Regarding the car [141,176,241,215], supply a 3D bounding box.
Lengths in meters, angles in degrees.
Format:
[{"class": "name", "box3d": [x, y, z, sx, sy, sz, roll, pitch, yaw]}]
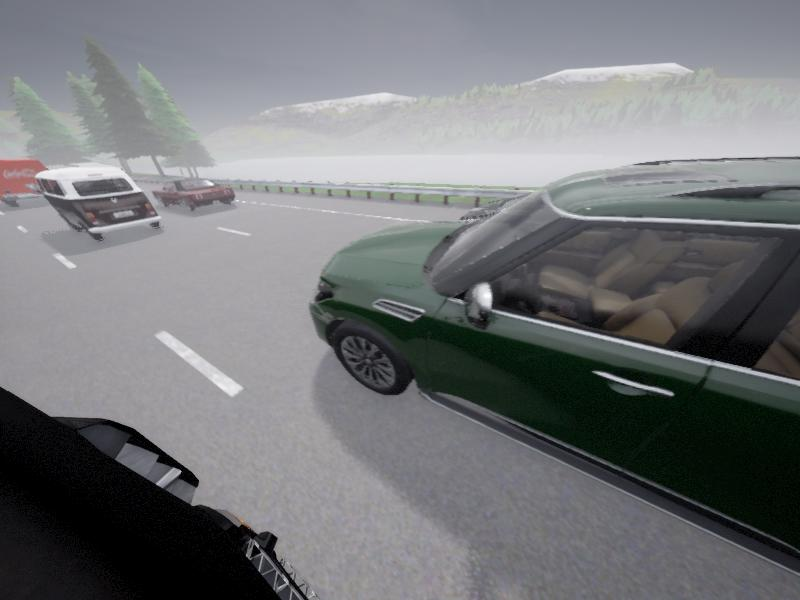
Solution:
[{"class": "car", "box3d": [-10.549, -5.395, 11.652, 4.718, 1.301, 1.895, 16, 38, 26]}]

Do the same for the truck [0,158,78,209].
[{"class": "truck", "box3d": [-24.505, -7.649, 14.945, 5.204, 2.467, 2.627, 16, 38, 25]}]

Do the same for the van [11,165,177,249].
[{"class": "van", "box3d": [-10.612, -3.483, 8.101, 4.480, 2.038, 2.069, 17, 38, 26]}]

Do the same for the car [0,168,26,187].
[{"class": "car", "box3d": [-49.573, -15.143, 28.494, 4.605, 1.855, 1.932, 9, 35, 18]}]

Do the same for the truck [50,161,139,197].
[{"class": "truck", "box3d": [-24.007, -9.575, 18.151, 6.274, 2.098, 2.390, 16, 38, 25]}]

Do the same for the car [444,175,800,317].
[{"class": "car", "box3d": [3.420, -1.453, 4.541, 4.514, 1.525, 2.007, 16, 38, 26]}]

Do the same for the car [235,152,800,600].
[{"class": "car", "box3d": [1.701, 0.073, 1.882, 5.566, 2.045, 2.150, 16, 38, 26]}]

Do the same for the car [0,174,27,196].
[{"class": "car", "box3d": [-35.364, -10.025, 20.168, 4.193, 1.474, 1.816, 13, 37, 22]}]

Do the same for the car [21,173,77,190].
[{"class": "car", "box3d": [-36.079, -12.266, 23.762, 4.718, 1.301, 1.895, 13, 36, 22]}]
